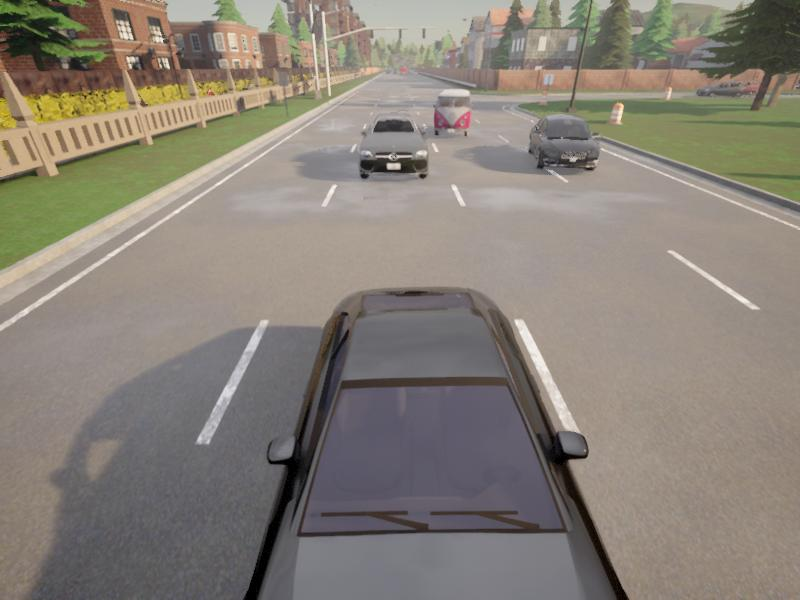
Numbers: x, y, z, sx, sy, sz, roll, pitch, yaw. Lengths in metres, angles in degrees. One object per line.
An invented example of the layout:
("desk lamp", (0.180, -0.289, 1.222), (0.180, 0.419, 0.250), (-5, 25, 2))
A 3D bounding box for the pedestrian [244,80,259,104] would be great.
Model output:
("pedestrian", (-13.266, -18.586, 35.669), (0.751, 1.860, 0.751), (0, 30, 0))

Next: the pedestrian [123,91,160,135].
("pedestrian", (-12.425, -9.020, 19.295), (0.751, 1.860, 0.751), (0, 30, 0))

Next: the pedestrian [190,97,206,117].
("pedestrian", (-13.360, -12.765, 26.461), (0.500, 1.100, 0.500), (6, 31, 10))

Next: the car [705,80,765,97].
("car", (39.031, -24.777, 46.777), (4.611, 1.667, 2.242), (4, 31, 7))

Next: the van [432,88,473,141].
("van", (2.744, -9.581, 20.424), (1.775, 1.987, 4.442), (4, 31, 8))

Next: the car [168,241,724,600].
("car", (0.169, 1.020, 2.930), (1.994, 1.385, 4.181), (-1, 30, 1))

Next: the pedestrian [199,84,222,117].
("pedestrian", (-12.452, -13.156, 26.373), (0.751, 1.860, 0.751), (-1, 30, -1))

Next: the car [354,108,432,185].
("car", (-0.203, -5.384, 13.615), (2.152, 1.651, 5.027), (0, 30, 0))

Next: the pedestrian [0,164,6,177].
("pedestrian", (-12.376, -4.392, 11.375), (0.751, 1.860, 0.751), (0, 30, 0))

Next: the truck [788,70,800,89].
("truck", (61.079, -32.344, 58.735), (2.627, 2.467, 5.204), (0, 30, 0))

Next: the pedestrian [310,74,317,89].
("pedestrian", (-12.998, -32.704, 59.826), (0.751, 1.860, 0.751), (-2, 30, -3))

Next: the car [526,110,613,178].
("car", (5.805, -5.765, 14.377), (1.837, 1.490, 4.892), (5, 31, 9))

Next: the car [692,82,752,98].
("car", (35.353, -23.126, 44.043), (4.514, 1.525, 2.007), (0, 30, 1))
